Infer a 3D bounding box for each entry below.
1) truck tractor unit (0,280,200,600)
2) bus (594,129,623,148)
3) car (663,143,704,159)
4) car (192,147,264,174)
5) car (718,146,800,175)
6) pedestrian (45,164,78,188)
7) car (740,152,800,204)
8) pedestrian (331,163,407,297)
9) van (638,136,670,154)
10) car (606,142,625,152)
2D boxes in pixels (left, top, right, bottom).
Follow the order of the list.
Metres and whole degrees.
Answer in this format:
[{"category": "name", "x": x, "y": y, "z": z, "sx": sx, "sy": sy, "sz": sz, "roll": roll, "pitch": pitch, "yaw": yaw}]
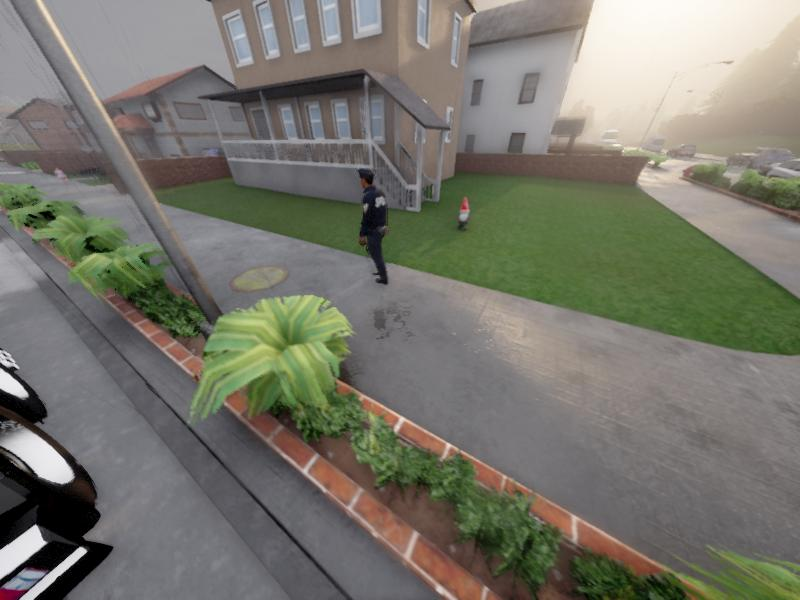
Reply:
[{"category": "truck tractor unit", "x": -5.136, "y": -0.275, "z": 0.738, "sx": 6.516, "sy": 4.208, "sz": 3.053, "roll": 17, "pitch": 39, "yaw": 23}, {"category": "bus", "x": 59.298, "y": -46.079, "z": 66.068, "sx": 3.944, "sy": 4.253, "sz": 10.273, "roll": 18, "pitch": 39, "yaw": 25}, {"category": "car", "x": 38.598, "y": -20.437, "z": 31.659, "sx": 2.033, "sy": 1.649, "sz": 4.856, "roll": 18, "pitch": 39, "yaw": 25}, {"category": "car", "x": -12.664, "y": -10.508, "z": 17.275, "sx": 1.845, "sy": 1.501, "sz": 3.633, "roll": 18, "pitch": 39, "yaw": 25}, {"category": "car", "x": 29.545, "y": -11.600, "z": 19.024, "sx": 2.152, "sy": 1.651, "sz": 5.027, "roll": 18, "pitch": 39, "yaw": 25}, {"category": "pedestrian", "x": -19.109, "y": -7.007, "z": 13.056, "sx": 0.500, "sy": 1.100, "sz": 0.500, "roll": 18, "pitch": 39, "yaw": 25}, {"category": "car", "x": 18.649, "y": -5.484, "z": 10.301, "sx": 1.930, "sy": 1.638, "sz": 5.238, "roll": 18, "pitch": 39, "yaw": 25}, {"category": "pedestrian", "x": -0.406, "y": -1.103, "z": 3.743, "sx": 0.751, "sy": 1.860, "sz": 0.751, "roll": 19, "pitch": 39, "yaw": 26}, {"category": "van", "x": 46.658, "y": -28.665, "z": 42.613, "sx": 1.988, "sy": 2.561, "sz": 5.915, "roll": 18, "pitch": 39, "yaw": 25}, {"category": "car", "x": 48.651, "y": -34.613, "z": 52.220, "sx": 2.152, "sy": 1.651, "sz": 5.027, "roll": 18, "pitch": 39, "yaw": 25}]
